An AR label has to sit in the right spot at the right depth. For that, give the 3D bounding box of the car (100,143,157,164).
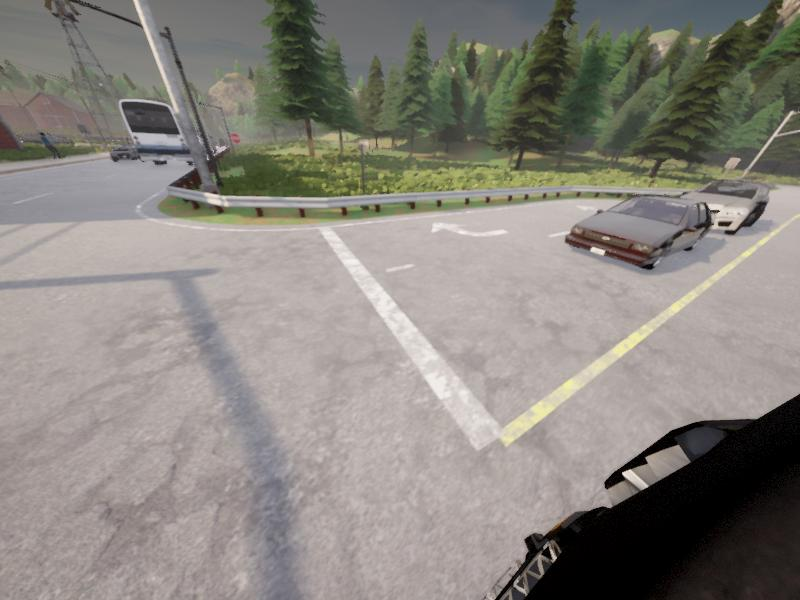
[{"bbox_3d":[-24.206,-13.258,20.828,1.994,1.385,4.181,-15,38,-25],"label":"car"}]

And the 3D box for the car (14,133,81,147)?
[{"bbox_3d":[-51.525,-23.505,33.983,4.792,1.488,2.163,-16,38,-26],"label":"car"}]

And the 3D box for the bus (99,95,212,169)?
[{"bbox_3d":[-20.870,-14.935,21.026,3.944,4.253,10.273,-15,38,-25],"label":"bus"}]

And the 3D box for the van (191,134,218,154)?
[{"bbox_3d":[-32.050,-25.767,38.126,2.351,2.431,6.366,-16,38,-27],"label":"van"}]

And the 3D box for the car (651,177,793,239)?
[{"bbox_3d":[13.241,-3.990,9.551,4.611,1.667,2.242,-16,38,-26],"label":"car"}]

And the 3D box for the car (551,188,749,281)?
[{"bbox_3d":[7.080,-2.148,6.518,5.357,1.411,2.033,-16,38,-26],"label":"car"}]

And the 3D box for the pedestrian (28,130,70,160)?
[{"bbox_3d":[-26.620,-11.736,17.566,0.751,1.860,0.751,-9,35,-17],"label":"pedestrian"}]

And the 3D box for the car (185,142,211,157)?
[{"bbox_3d":[-27.106,-20.326,31.124,1.845,1.501,3.633,-15,38,-25],"label":"car"}]
